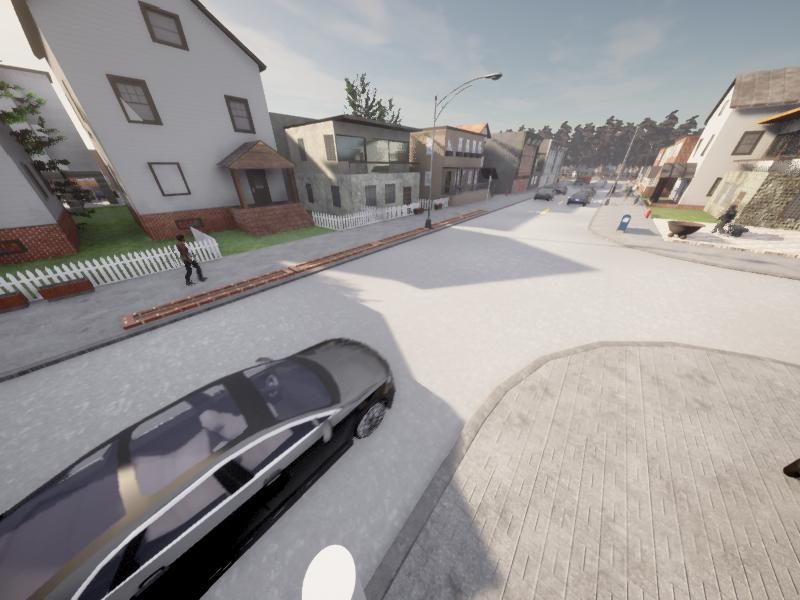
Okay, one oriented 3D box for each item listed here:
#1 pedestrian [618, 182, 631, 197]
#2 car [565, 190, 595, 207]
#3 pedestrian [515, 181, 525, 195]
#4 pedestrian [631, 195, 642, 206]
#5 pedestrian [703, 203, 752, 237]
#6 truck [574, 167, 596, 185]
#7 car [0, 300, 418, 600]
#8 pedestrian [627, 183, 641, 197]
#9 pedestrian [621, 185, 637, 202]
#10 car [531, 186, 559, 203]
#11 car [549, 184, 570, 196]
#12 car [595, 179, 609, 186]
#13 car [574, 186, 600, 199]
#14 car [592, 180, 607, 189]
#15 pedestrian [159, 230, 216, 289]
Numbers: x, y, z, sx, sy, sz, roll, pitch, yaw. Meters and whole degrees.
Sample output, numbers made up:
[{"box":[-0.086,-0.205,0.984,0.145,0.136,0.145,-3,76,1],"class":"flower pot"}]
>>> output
[{"box":[33.303,-16.387,34.271,0.751,1.860,0.751,-25,38,-36],"class":"pedestrian"},{"box":[22.095,-12.485,28.262,1.994,1.385,4.181,25,38,36],"class":"car"},{"box":[19.074,-17.837,36.783,0.751,1.860,0.751,25,38,36],"class":"pedestrian"},{"box":[26.818,-11.290,26.204,0.500,1.100,0.500,16,34,26],"class":"pedestrian"},{"box":[19.923,-4.896,14.115,0.751,1.860,0.751,2,30,4],"class":"pedestrian"},{"box":[48.305,-32.353,60.220,2.891,3.827,8.468,22,36,32],"class":"truck"},{"box":[-2.104,1.922,3.166,2.128,1.511,4.902,23,37,34],"class":"car"},{"box":[34.151,-16.045,33.679,0.751,1.860,0.751,-23,37,-34],"class":"pedestrian"},{"box":[29.269,-13.664,29.555,0.751,1.860,0.751,-24,38,-35],"class":"pedestrian"},{"box":[19.599,-14.304,31.138,1.930,1.638,5.238,21,36,32],"class":"car"},{"box":[26.238,-18.039,37.883,1.994,1.385,4.181,21,36,32],"class":"car"},{"box":[50.542,-29.465,57.746,1.895,1.301,4.718,25,38,36],"class":"car"},{"box":[28.194,-16.251,34.759,2.033,1.411,5.357,25,38,36],"class":"car"},{"box":[43.413,-25.173,50.162,1.812,1.442,4.674,23,37,34],"class":"car"},{"box":[-7.695,-1.473,8.440,0.751,1.860,0.751,18,34,28],"class":"pedestrian"}]
